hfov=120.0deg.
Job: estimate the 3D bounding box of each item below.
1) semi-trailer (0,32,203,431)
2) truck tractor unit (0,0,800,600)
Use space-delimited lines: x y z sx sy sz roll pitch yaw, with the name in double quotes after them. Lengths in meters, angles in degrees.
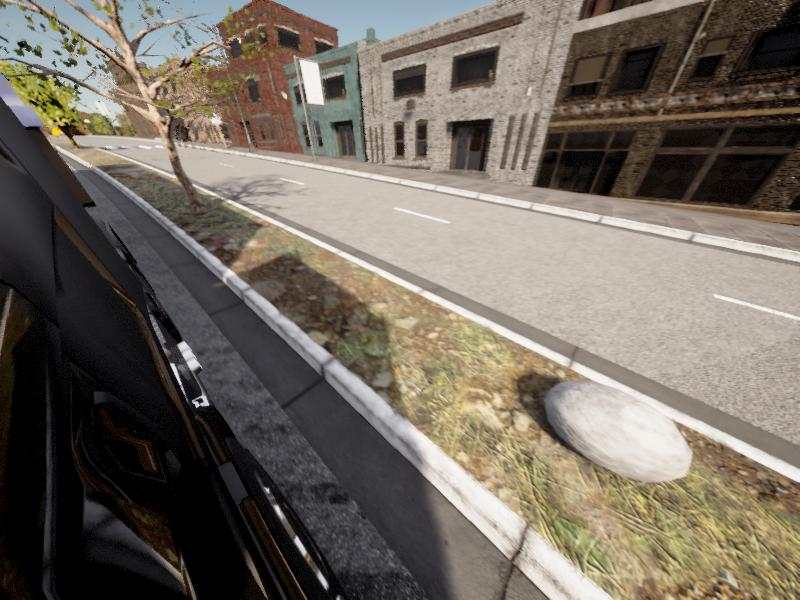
-8.798 -3.504 4.175 14.254 4.402 2.717 27 43 29 "semi-trailer"
-2.645 -0.295 0.351 6.516 4.208 3.053 28 44 30 "truck tractor unit"
